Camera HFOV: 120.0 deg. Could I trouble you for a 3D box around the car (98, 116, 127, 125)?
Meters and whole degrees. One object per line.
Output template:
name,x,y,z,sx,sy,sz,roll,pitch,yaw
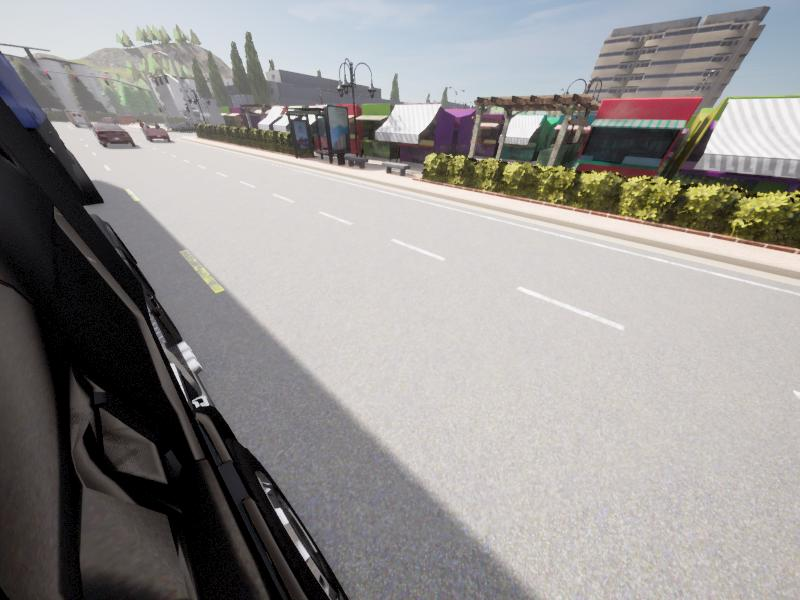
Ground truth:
car,-72.546,-45.326,58.478,2.152,1.651,5.027,-7,38,-13

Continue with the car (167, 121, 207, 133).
car,-36.402,-29.553,39.542,2.007,1.525,4.514,30,45,32

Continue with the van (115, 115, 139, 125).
van,-68.829,-45.428,58.309,1.775,1.987,4.442,-9,38,-15

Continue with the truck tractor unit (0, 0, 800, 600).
truck tractor unit,-2.645,-0.295,0.351,6.516,4.208,3.053,28,44,30

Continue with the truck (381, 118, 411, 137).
truck,-1.091,-46.412,62.374,2.891,3.827,8.468,30,44,31

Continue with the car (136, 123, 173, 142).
car,-25.604,-17.491,24.110,3.633,1.501,1.845,31,45,33

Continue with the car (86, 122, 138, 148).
car,-24.004,-13.764,19.227,5.008,1.535,1.882,29,44,30

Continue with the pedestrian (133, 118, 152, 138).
pedestrian,-30.426,-20.351,27.309,0.751,1.860,0.751,29,44,30

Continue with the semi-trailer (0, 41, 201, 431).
semi-trailer,-8.683,-3.618,4.239,14.254,4.402,2.717,28,44,30

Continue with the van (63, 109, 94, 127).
van,-59.822,-33.831,43.022,6.366,2.431,2.351,30,45,32
